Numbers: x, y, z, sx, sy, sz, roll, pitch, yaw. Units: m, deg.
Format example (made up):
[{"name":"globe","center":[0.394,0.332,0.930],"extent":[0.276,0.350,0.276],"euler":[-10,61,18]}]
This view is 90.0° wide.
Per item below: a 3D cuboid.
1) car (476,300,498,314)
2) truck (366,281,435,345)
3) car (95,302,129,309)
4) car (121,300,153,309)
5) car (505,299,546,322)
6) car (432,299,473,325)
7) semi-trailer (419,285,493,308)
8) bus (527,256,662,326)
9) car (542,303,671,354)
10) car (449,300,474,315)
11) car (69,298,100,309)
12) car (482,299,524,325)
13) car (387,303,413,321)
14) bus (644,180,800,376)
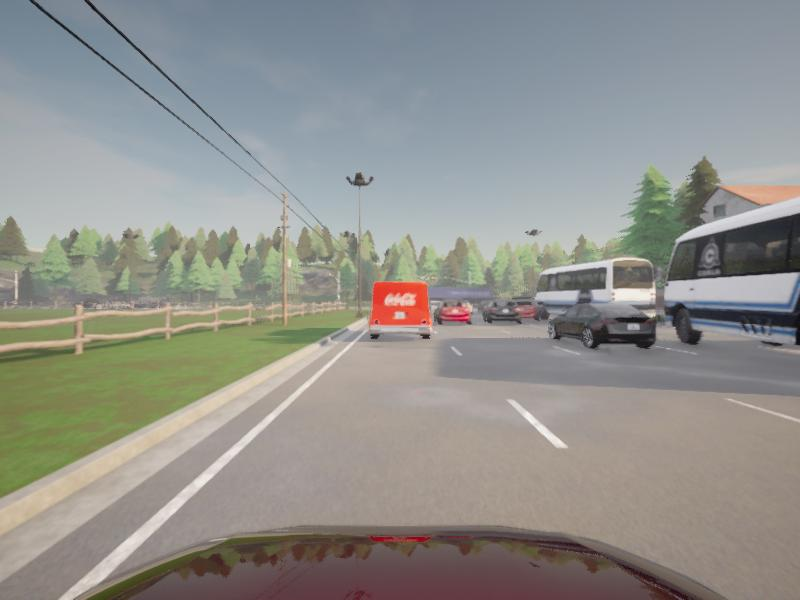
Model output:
[{"name":"car","center":[10.505,0.824,48.571],"extent":[1.789,1.549,3.705],"euler":[0,0,0]},{"name":"truck","center":[0.006,0.392,17.838],"extent":[2.627,2.467,5.204],"euler":[0,2,0]},{"name":"car","center":[-51.856,0.957,72.144],"extent":[4.718,1.301,1.895],"euler":[0,0,0]},{"name":"car","center":[-49.621,0.769,75.630],"extent":[4.611,1.667,2.242],"euler":[0,0,0]},{"name":"car","center":[9.848,0.751,31.067],"extent":[2.242,1.667,4.611],"euler":[-1,0,27]},{"name":"car","center":[3.502,0.761,27.481],"extent":[2.242,1.667,4.611],"euler":[0,0,0]},{"name":"semi-trailer","center":[10.909,-0.604,78.711],"extent":[14.254,4.402,2.717],"euler":[0,0,0]},{"name":"bus","center":[13.639,-0.533,29.763],"extent":[3.944,4.253,10.273],"euler":[0,0,-8]},{"name":"car","center":[7.001,0.854,14.331],"extent":[2.163,1.488,4.792],"euler":[0,0,0]},{"name":"car","center":[7.004,0.789,46.022],"extent":[2.152,1.651,5.027],"euler":[0,0,0]},{"name":"car","center":[-54.076,0.658,68.660],"extent":[3.866,1.878,1.905],"euler":[0,0,0]},{"name":"car","center":[6.982,0.763,27.619],"extent":[2.242,1.667,4.611],"euler":[0,0,7]},{"name":"car","center":[0.004,0.914,33.132],"extent":[1.994,1.385,4.181],"euler":[0,0,0]},{"name":"bus","center":[10.994,-0.525,10.750],"extent":[3.944,4.253,10.273],"euler":[0,1,9]}]
